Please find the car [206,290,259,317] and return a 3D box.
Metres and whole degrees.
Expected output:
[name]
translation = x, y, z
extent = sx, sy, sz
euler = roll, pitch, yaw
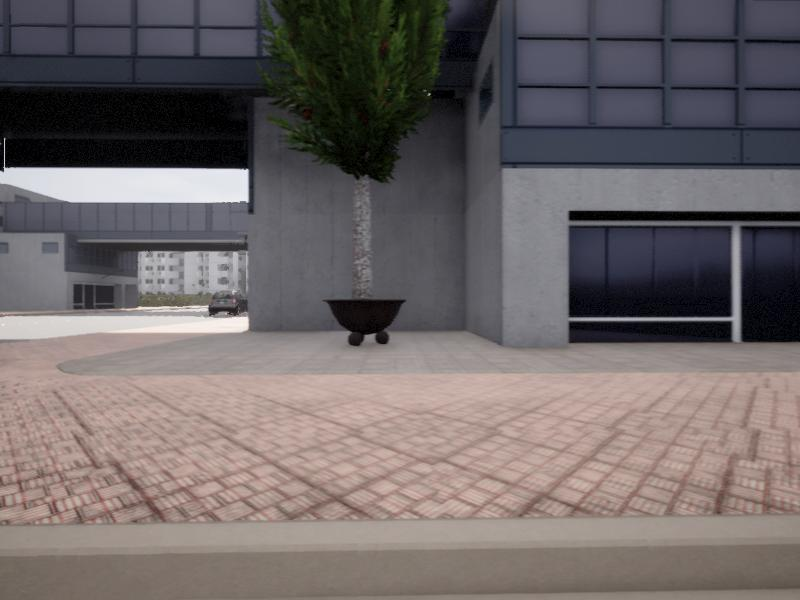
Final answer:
[car]
translation = -10.855, 0.205, 26.176
extent = 1.851, 1.617, 3.988
euler = 0, 0, -1
